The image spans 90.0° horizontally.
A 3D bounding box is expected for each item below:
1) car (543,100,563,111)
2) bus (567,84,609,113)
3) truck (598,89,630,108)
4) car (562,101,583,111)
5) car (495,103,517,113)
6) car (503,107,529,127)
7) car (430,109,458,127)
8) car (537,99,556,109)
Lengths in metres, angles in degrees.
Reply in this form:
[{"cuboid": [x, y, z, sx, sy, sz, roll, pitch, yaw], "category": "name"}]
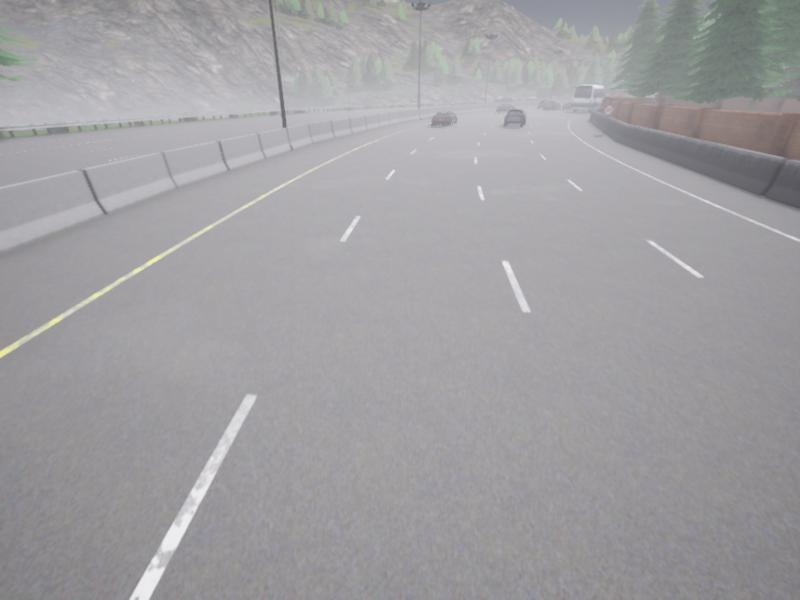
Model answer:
[{"cuboid": [29.400, -37.442, 77.001, 2.033, 1.649, 4.856, 19, 33, 32], "category": "car"}, {"cuboid": [33.302, -35.686, 70.839, 3.944, 4.253, 10.273, 18, 33, 30], "category": "bus"}, {"cuboid": [49.143, -46.317, 91.873, 8.468, 3.827, 2.891, -24, 36, -38], "category": "truck"}, {"cuboid": [32.585, -36.732, 75.677, 2.152, 1.651, 5.027, 19, 33, 32], "category": "car"}, {"cuboid": [17.850, -32.283, 67.222, 2.033, 1.411, 5.357, 15, 31, 27], "category": "car"}, {"cuboid": [11.882, -18.713, 40.838, 2.033, 1.649, 4.856, 9, 29, 17], "category": "car"}, {"cuboid": [4.561, -18.549, 40.725, 1.994, 1.385, 4.181, 8, 28, 15], "category": "car"}, {"cuboid": [30.549, -40.964, 83.504, 1.932, 1.855, 4.605, 20, 33, 35], "category": "car"}]
